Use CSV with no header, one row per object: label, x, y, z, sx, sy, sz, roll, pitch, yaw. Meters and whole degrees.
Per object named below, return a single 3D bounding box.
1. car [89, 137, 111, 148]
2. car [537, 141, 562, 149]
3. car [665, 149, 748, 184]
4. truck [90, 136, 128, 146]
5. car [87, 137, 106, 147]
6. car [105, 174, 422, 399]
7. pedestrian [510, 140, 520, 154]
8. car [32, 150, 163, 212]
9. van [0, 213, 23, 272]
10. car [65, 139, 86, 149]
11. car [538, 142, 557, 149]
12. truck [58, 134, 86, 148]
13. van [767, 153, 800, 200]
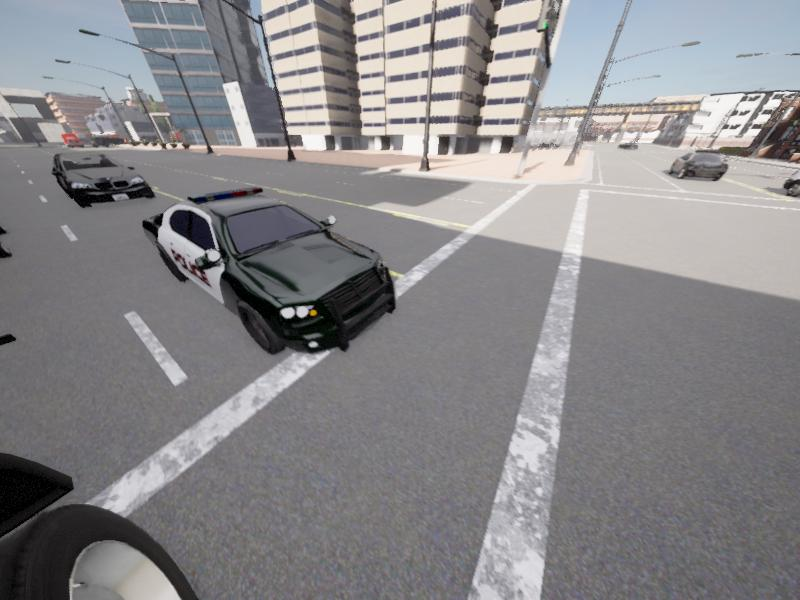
car,-64.440,-33.794,49.592,3.866,1.878,1.905,25,42,31
car,40.884,-42.427,63.218,5.238,1.638,1.930,20,40,27
car,20.718,-9.379,15.972,1.930,1.638,5.238,22,41,28
truck,-79.154,-43.548,63.082,2.390,2.098,6.274,0,35,-1
car,-70.141,-36.497,53.370,4.605,1.855,1.932,27,43,33
car,-2.345,-0.906,3.840,4.974,1.542,2.038,23,41,28
pedestrian,19.172,-25.428,38.418,0.751,1.860,0.751,-25,42,-31
car,-12.533,-5.118,9.597,4.611,1.667,2.242,22,41,28
van,-10.154,-1.813,4.660,4.442,1.987,1.775,22,41,28
car,-67.019,-32.267,47.697,3.988,1.617,1.851,25,42,31
car,38.898,-40.672,60.928,3.806,1.475,1.970,20,40,27
truck,-72.992,-35.526,51.468,5.204,2.467,2.627,28,44,32
van,19.057,-4.842,8.746,1.988,2.561,5.915,11,36,17
